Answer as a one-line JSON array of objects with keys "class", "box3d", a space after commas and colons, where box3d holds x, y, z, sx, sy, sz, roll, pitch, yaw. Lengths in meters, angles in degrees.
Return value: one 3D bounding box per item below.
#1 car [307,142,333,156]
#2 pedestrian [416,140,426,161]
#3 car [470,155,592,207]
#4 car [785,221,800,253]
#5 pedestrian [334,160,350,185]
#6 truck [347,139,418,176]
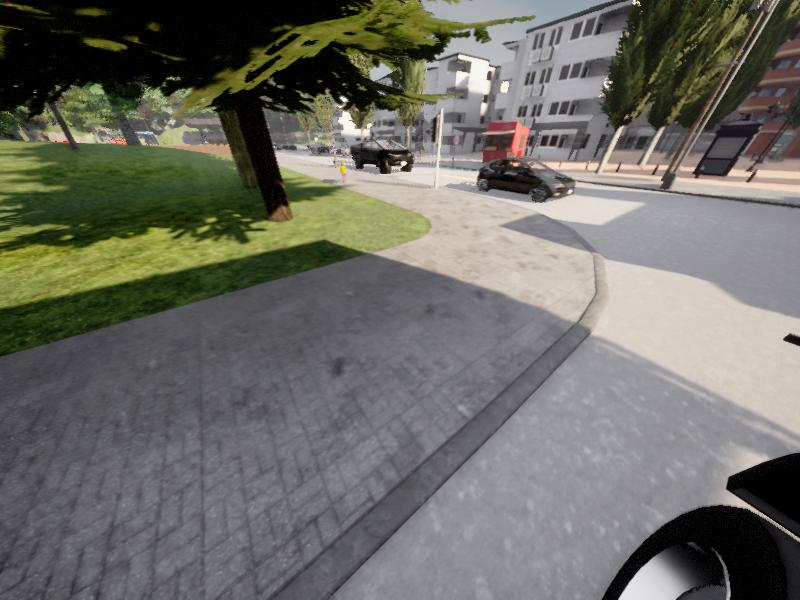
[{"class": "car", "box3d": [-12.785, -24.133, 36.792, 1.930, 1.638, 5.238, -23, 41, -28]}, {"class": "pedestrian", "box3d": [2.254, -15.937, 24.638, 0.751, 1.860, 0.751, 22, 41, 28]}, {"class": "car", "box3d": [5.538, -5.522, 10.409, 1.816, 1.474, 4.193, -23, 41, -28]}, {"class": "car", "box3d": [11.233, -0.978, 3.949, 1.812, 1.442, 4.674, -23, 41, -28]}, {"class": "pedestrian", "box3d": [-3.137, -6.926, 12.573, 0.500, 1.100, 0.500, -24, 41, -29]}, {"class": "truck", "box3d": [-1.555, -11.417, 18.279, 2.390, 2.098, 6.274, -23, 41, -28]}]
